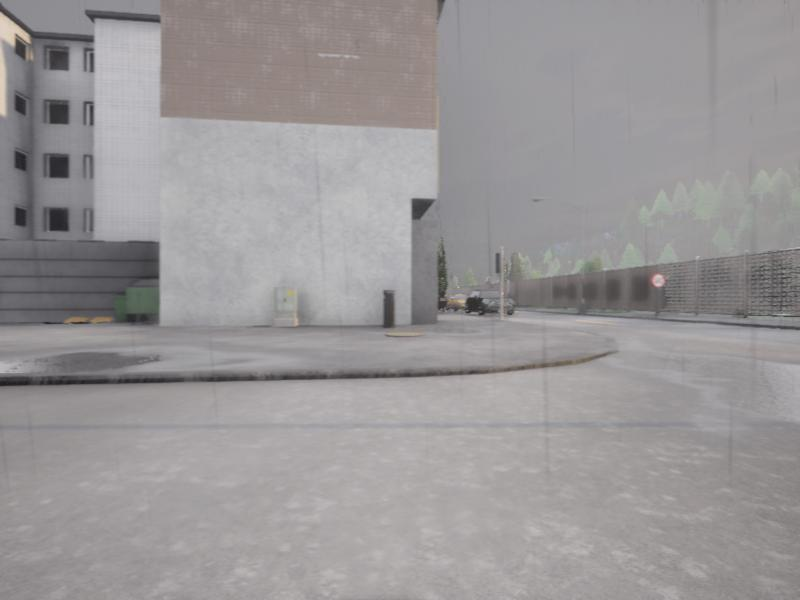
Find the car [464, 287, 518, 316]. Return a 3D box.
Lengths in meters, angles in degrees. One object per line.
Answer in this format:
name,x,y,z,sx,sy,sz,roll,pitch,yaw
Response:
car,5.789,0.088,26.063,2.097,1.767,4.553,0,0,-6

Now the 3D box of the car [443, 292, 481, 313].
car,5.040,0.192,33.140,1.801,1.575,5.366,0,0,-6

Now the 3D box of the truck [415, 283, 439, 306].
truck,4.820,-0.950,73.291,2.891,3.827,8.468,0,0,-6
